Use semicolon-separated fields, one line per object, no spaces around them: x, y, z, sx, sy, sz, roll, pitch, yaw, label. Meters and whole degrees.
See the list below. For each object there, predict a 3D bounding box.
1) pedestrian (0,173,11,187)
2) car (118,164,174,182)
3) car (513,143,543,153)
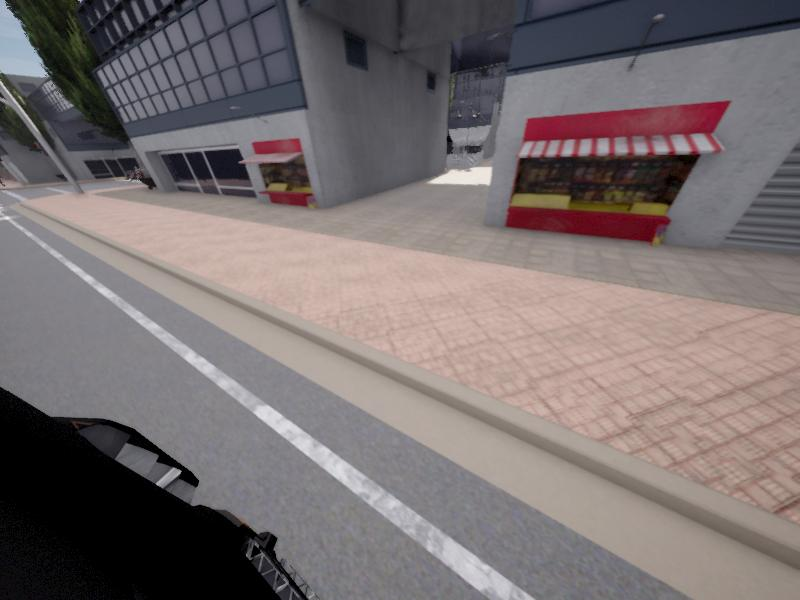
-48.523;-14.776;27.851;0.751;1.860;0.751;26;43;36;pedestrian
-31.438;-15.864;28.788;1.816;1.474;4.193;16;38;26;car
25.047;-29.889;45.312;4.674;1.442;1.812;16;38;26;car
